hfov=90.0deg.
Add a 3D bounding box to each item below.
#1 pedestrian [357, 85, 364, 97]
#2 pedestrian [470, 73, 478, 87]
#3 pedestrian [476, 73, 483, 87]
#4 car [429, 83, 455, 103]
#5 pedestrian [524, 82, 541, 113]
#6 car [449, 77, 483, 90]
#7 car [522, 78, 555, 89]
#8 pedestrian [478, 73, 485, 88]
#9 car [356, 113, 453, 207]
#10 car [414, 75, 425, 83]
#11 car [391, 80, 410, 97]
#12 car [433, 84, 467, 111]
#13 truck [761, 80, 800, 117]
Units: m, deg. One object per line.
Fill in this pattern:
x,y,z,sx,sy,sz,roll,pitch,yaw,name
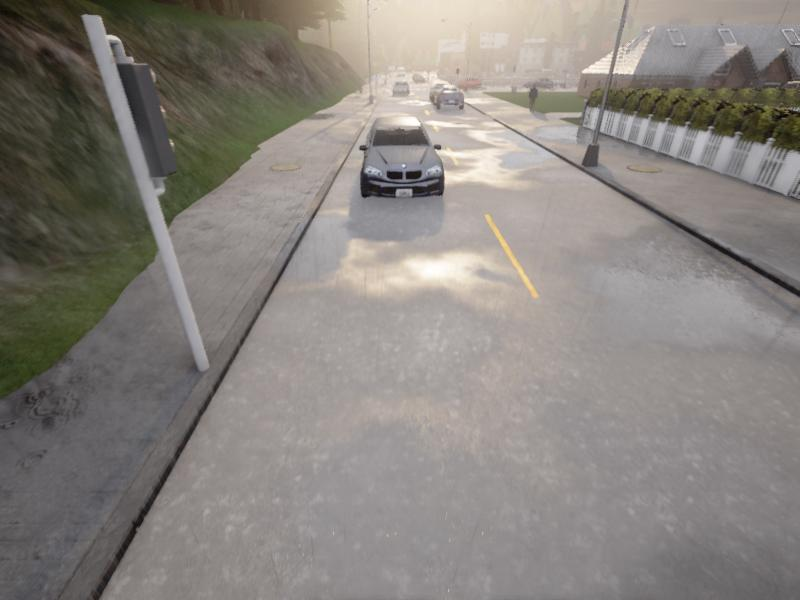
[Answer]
-4.187,-22.140,42.418,0.500,1.100,0.500,20,36,30,pedestrian
11.291,-33.631,61.242,0.751,1.860,0.751,-18,35,-27,pedestrian
12.168,-33.775,61.488,0.751,1.860,0.751,-2,30,-3,pedestrian
3.983,-20.240,39.004,2.038,1.542,4.974,0,30,0,car
9.459,-14.417,28.490,0.751,1.860,0.751,14,33,22,pedestrian
9.688,-32.027,59.122,4.514,1.525,2.007,-3,30,-5,car
20.506,-32.151,59.386,4.193,1.474,1.816,0,30,0,car
12.431,-33.500,61.034,0.751,1.860,0.751,13,33,20,pedestrian
-0.023,-4.240,11.563,2.242,1.667,4.611,-2,30,-3,car
3.976,-45.102,81.586,1.994,1.385,4.181,-1,30,-1,car
0.087,-24.663,46.555,2.007,1.525,4.514,1,30,2,car
3.984,-16.688,32.853,2.152,1.651,5.027,0,30,0,car
26.969,-13.137,26.005,4.478,2.038,2.069,0,30,0,truck
